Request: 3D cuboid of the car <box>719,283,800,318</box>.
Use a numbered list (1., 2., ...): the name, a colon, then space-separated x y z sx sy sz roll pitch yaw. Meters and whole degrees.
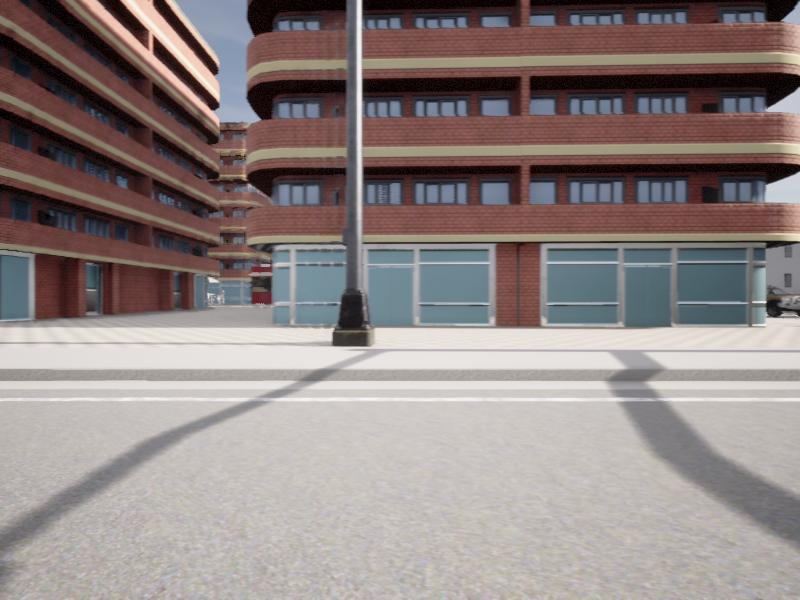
1. car: 21.715 0.050 23.791 1.932 1.855 4.605 0 -1 1
